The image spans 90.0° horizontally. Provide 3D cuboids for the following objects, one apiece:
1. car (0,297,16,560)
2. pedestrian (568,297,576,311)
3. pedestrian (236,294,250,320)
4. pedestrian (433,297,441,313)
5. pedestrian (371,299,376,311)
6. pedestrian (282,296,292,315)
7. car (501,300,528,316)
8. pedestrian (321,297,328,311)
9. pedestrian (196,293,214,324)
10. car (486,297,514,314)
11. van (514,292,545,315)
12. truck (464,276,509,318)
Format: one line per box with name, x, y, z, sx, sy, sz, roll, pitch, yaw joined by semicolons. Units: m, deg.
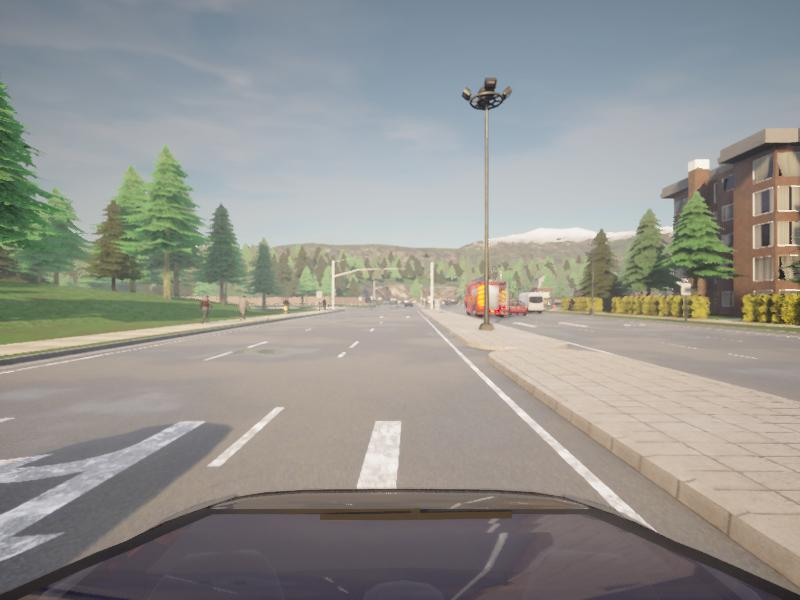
car;-3.530;0.782;0.173;2.033;1.649;4.856;0;-1;0
pedestrian;22.554;0.571;52.570;0.751;1.860;0.751;0;0;-1
pedestrian;-11.460;0.522;29.251;0.751;1.860;0.751;0;0;3
pedestrian;4.399;0.563;47.366;0.751;1.860;0.751;0;0;-7
pedestrian;-4.063;0.737;61.233;0.751;1.860;0.751;0;0;-6
pedestrian;-11.405;0.540;40.254;0.751;1.860;0.751;0;0;3
car;12.113;0.858;42.463;1.851;1.617;3.988;0;0;1
pedestrian;-10.196;0.562;54.020;0.751;1.860;0.751;0;0;11
pedestrian;-11.879;0.514;24.397;0.751;1.860;0.751;0;0;1
car;12.268;0.650;49.594;2.150;2.045;5.566;0;0;1
van;15.765;0.402;49.004;1.988;2.561;5.915;0;0;1
truck;8.610;-0.254;40.964;2.891;3.827;8.468;0;0;1
